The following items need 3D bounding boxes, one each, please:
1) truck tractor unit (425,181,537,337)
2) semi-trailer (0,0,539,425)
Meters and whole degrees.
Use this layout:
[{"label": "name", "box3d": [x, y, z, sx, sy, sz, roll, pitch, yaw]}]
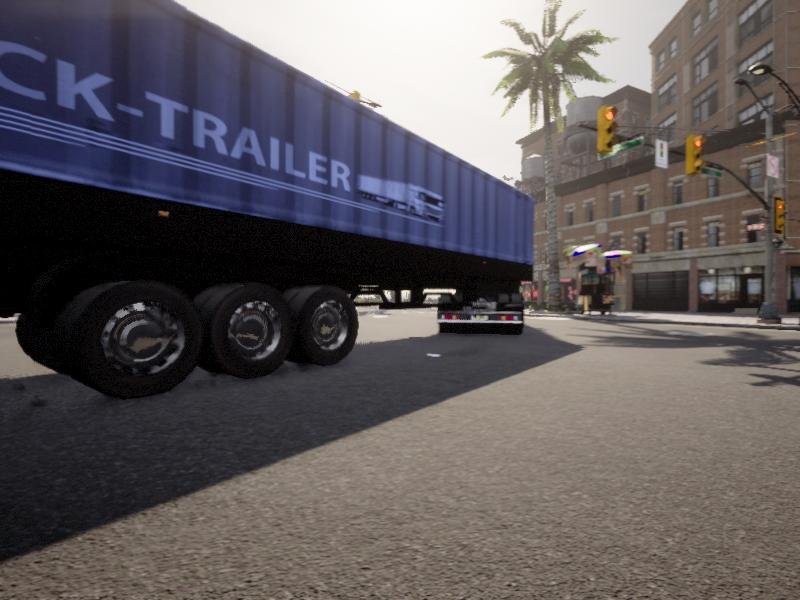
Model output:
[{"label": "truck tractor unit", "box3d": [3.033, -1.127, 14.344, 3.053, 4.208, 6.516, 0, 0, 15]}, {"label": "semi-trailer", "box3d": [-1.150, -1.230, 7.770, 2.717, 4.402, 14.254, 1, 0, 38]}]
